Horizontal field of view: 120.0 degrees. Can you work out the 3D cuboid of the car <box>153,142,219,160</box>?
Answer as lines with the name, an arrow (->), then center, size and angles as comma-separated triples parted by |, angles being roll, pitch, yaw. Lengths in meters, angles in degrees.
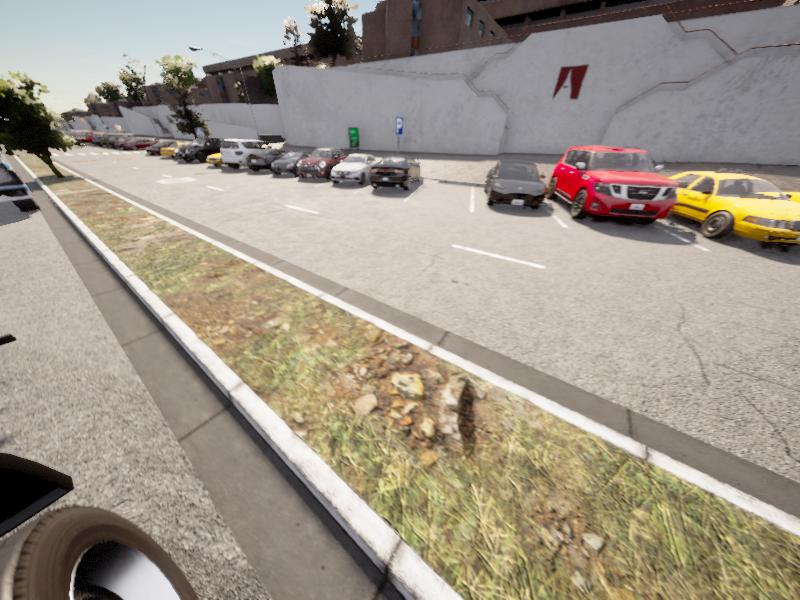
car -> -24.586, -17.466, 26.886 | 1.946, 1.575, 5.366 | 10, 36, 12

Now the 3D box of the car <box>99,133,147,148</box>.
car -> -46.690, -26.933, 39.070 | 1.878, 1.987, 4.442 | 10, 36, 12

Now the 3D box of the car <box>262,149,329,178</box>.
car -> -7.405, -10.170, 17.050 | 2.002, 1.452, 4.674 | 10, 36, 12

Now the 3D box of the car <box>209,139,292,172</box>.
car -> -12.321, -12.452, 19.695 | 2.435, 2.045, 5.566 | 9, 36, 12

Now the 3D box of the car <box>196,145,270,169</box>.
car -> -14.836, -13.150, 21.058 | 1.946, 1.575, 5.366 | 10, 36, 11

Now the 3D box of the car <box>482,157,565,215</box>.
car -> 4.879, -5.161, 10.011 | 2.163, 1.488, 4.792 | 9, 35, 12

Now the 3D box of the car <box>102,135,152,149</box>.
car -> -44.287, -25.738, 37.643 | 2.185, 1.767, 4.553 | 10, 36, 12

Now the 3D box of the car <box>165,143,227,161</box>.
car -> -22.166, -16.297, 25.386 | 2.002, 1.452, 4.674 | 10, 36, 11

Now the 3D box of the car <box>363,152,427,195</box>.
car -> -0.038, -7.195, 12.820 | 2.097, 1.535, 5.008 | 9, 35, 12

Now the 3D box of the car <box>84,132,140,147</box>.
car -> -51.604, -28.934, 41.672 | 2.435, 2.045, 5.566 | 10, 36, 11

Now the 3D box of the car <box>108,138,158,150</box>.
car -> -41.842, -24.587, 36.393 | 2.002, 1.452, 4.674 | 10, 36, 12

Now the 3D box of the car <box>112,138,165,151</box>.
car -> -39.382, -23.543, 34.989 | 2.163, 1.488, 4.792 | 10, 36, 11

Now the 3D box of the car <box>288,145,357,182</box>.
car -> -4.938, -9.321, 15.580 | 2.185, 1.767, 4.553 | 9, 35, 12

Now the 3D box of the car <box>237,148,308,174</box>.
car -> -9.869, -11.210, 18.464 | 2.163, 1.488, 4.792 | 9, 35, 12

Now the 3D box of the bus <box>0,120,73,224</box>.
bus -> -16.935, -5.582, 8.003 | 10.273, 4.253, 3.944 | 22, 41, 27

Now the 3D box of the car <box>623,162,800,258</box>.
car -> 9.753, -3.102, 7.064 | 1.946, 1.575, 5.366 | 9, 35, 12

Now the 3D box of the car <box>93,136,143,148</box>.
car -> -49.169, -27.710, 40.469 | 2.231, 1.521, 4.892 | 10, 36, 12

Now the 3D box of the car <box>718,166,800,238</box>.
car -> 12.300, -2.302, 5.963 | 1.946, 1.575, 5.366 | 9, 35, 12

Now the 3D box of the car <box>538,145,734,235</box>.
car -> 7.343, -4.392, 8.450 | 2.435, 2.045, 5.566 | 9, 35, 12

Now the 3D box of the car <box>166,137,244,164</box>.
car -> -19.705, -15.483, 23.811 | 2.435, 2.045, 5.566 | 10, 36, 11

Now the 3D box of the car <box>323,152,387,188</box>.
car -> -2.491, -8.166, 14.251 | 2.002, 1.452, 4.674 | 9, 35, 12

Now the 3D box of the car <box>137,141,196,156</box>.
car -> -29.551, -19.394, 29.488 | 2.163, 1.488, 4.792 | 10, 36, 11
